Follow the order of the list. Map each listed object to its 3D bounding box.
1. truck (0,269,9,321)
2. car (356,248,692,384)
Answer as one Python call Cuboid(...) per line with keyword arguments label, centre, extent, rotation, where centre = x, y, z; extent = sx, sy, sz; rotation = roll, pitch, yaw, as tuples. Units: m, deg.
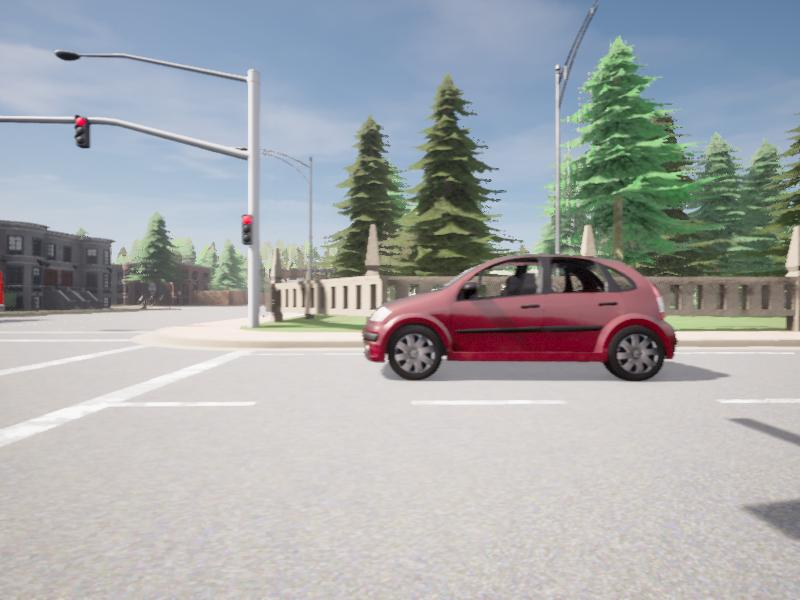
Cuboid(label="truck", centre=(-20.447, -0.235, 16.990), extent=(2.627, 2.467, 5.204), rotation=(0, 0, -1))
Cuboid(label="car", centre=(1.480, 0.190, 5.695), extent=(3.988, 1.617, 1.851), rotation=(0, 0, 1))
